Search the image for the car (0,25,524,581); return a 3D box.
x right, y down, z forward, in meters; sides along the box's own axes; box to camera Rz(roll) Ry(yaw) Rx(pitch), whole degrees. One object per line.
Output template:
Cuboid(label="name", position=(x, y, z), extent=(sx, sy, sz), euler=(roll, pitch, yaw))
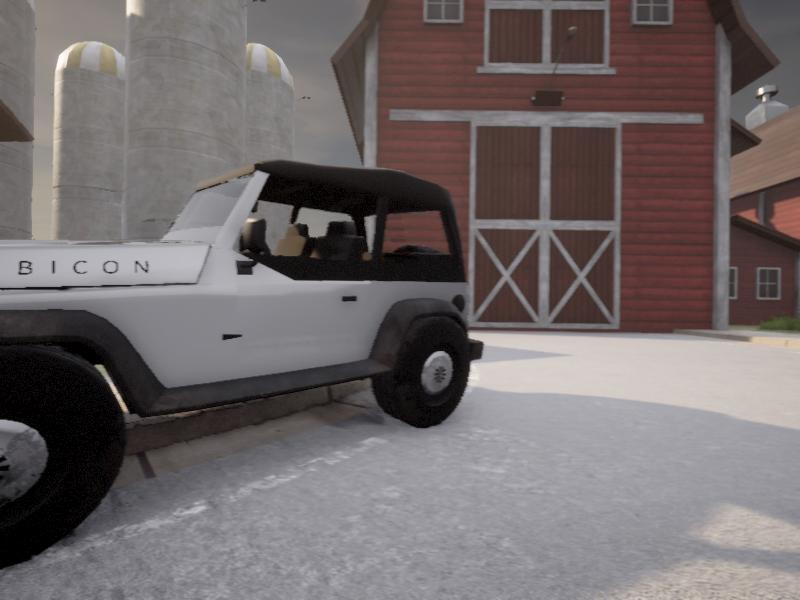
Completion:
Cuboid(label="car", position=(-1.066, -0.062, 2.877), extent=(3.866, 1.878, 1.905), euler=(-1, 7, -42))
